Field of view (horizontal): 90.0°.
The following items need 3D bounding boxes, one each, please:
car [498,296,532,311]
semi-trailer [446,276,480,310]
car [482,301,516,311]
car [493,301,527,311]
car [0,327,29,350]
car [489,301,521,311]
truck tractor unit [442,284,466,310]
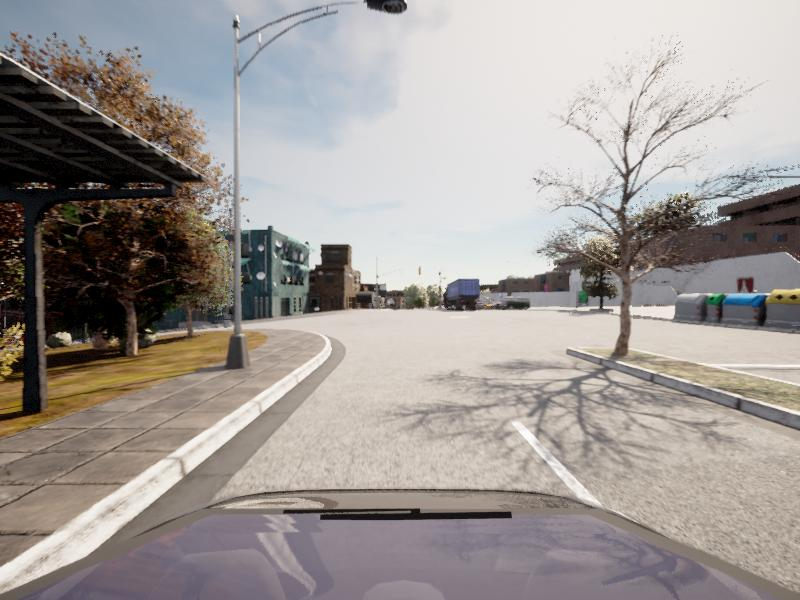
[{"bbox_3d":[16.834,0.543,58.611,4.442,1.987,1.878,1,-1,-20],"label":"car"},{"bbox_3d":[8.870,-0.697,58.133,2.717,4.402,14.254,0,-1,0],"label":"semi-trailer"},{"bbox_3d":[16.773,0.973,67.516,5.366,1.575,1.946,1,-1,-20],"label":"car"},{"bbox_3d":[16.938,0.881,61.629,4.674,1.452,2.002,1,-2,-20],"label":"car"},{"bbox_3d":[-37.700,3.747,37.835,3.866,1.878,1.905,-6,-1,14],"label":"car"},{"bbox_3d":[16.947,0.950,64.602,4.674,1.452,2.002,1,-1,-20],"label":"car"},{"bbox_3d":[8.870,-0.408,66.047,3.053,4.208,6.516,0,-1,0],"label":"truck tractor unit"}]
